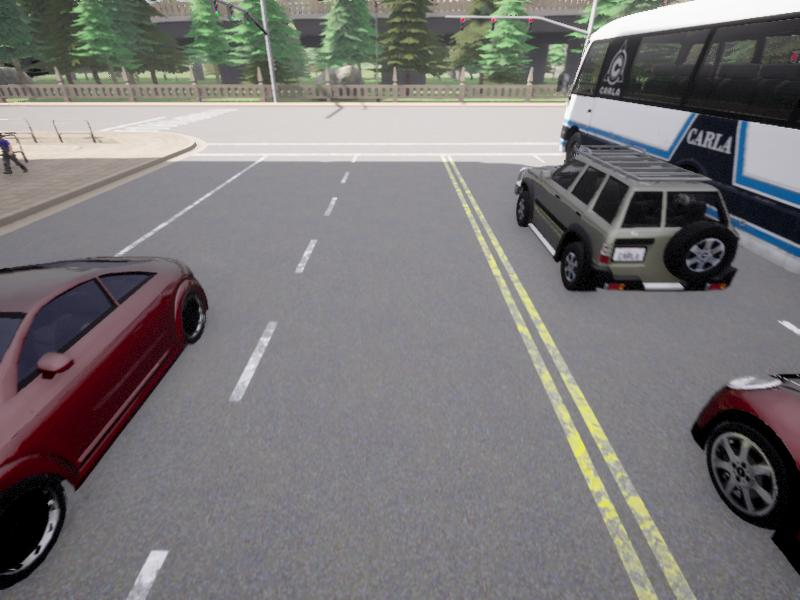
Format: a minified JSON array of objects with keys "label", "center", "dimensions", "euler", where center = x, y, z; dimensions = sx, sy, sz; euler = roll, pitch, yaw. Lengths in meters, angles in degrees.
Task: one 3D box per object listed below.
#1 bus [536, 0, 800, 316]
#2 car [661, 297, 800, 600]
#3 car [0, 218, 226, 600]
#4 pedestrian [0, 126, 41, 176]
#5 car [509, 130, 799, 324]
[{"label":"bus","center":[6.903,-4.194,8.973],"dimensions":[3.944,4.253,10.273],"euler":[0,30,0]},{"label":"car","center":[3.510,1.573,1.853],"dimensions":[1.970,1.475,3.806],"euler":[0,30,0]},{"label":"car","center":[-3.500,0.618,3.590],"dimensions":[1.994,1.385,4.181],"euler":[0,30,0]},{"label":"pedestrian","center":[-11.762,-4.486,12.043],"dimensions":[0.751,1.300,0.751],"euler":[0,30,1]},{"label":"car","center":[3.520,-1.637,6.948],"dimensions":[1.932,1.855,4.605],"euler":[0,30,0]}]
